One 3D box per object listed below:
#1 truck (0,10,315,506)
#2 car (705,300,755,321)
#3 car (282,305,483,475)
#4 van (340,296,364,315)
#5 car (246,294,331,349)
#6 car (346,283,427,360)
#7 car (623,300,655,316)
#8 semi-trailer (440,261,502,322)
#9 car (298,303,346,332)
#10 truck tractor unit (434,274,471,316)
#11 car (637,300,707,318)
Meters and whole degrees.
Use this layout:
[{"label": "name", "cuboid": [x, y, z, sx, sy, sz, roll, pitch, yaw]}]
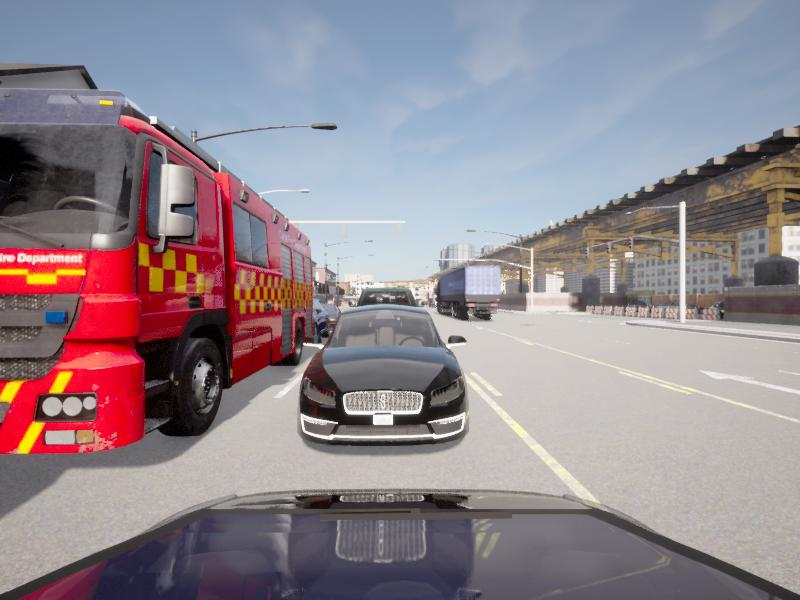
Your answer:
[{"label": "truck", "cuboid": [-3.763, -0.320, 7.296, 2.891, 3.827, 8.468, 0, 0, -2]}, {"label": "car", "cuboid": [26.240, 0.796, 32.028, 2.038, 1.542, 4.974, 0, 0, 27]}, {"label": "car", "cuboid": [-0.220, 0.845, 6.104, 1.837, 1.490, 4.892, 0, 0, -2]}, {"label": "van", "cuboid": [-5.277, 0.599, 44.399, 1.775, 1.987, 4.442, 0, 0, 5]}, {"label": "car", "cuboid": [-3.999, 0.694, 15.235, 2.097, 1.767, 4.553, 0, 0, -2]}, {"label": "car", "cuboid": [-0.444, 0.568, 13.466, 2.150, 2.045, 5.566, 0, 0, -2]}, {"label": "car", "cuboid": [25.138, 0.796, 41.974, 2.038, 1.542, 4.974, 0, 0, 42]}, {"label": "semi-trailer", "cuboid": [5.866, -0.619, 36.333, 2.717, 4.402, 14.254, 0, 0, -2]}, {"label": "car", "cuboid": [-4.248, 0.897, 22.560, 2.033, 1.411, 5.357, 0, 0, -4]}, {"label": "truck tractor unit", "cuboid": [5.629, -0.522, 44.246, 3.053, 4.208, 6.516, 0, 0, -2]}, {"label": "car", "cuboid": [25.288, 0.796, 37.368, 2.038, 1.542, 4.974, 0, 0, -38]}]
